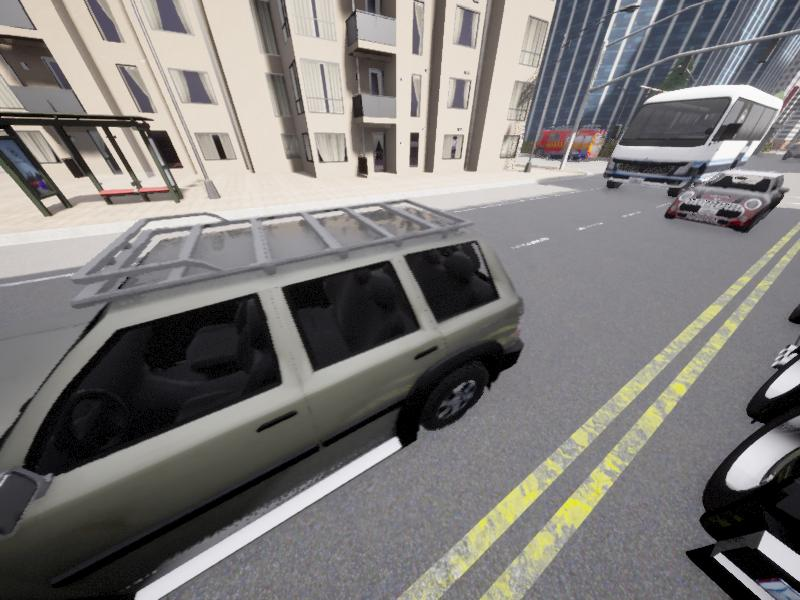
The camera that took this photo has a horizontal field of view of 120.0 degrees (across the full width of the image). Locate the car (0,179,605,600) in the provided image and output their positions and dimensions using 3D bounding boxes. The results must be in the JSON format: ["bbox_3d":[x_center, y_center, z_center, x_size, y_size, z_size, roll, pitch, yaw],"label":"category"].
[{"bbox_3d":[-1.102,0.363,1.824,4.605,1.855,1.932,-18,39,-24],"label":"car"}]

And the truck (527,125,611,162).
[{"bbox_3d":[23.223,-22.103,32.569,2.891,3.827,8.468,-18,39,-24],"label":"truck"}]

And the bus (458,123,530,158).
[{"bbox_3d":[14.996,-26.427,38.346,3.944,4.253,10.273,-18,39,-24],"label":"bus"}]

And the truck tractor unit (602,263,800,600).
[{"bbox_3d":[5.108,-0.304,0.784,6.516,4.208,3.053,-18,39,-24],"label":"truck tractor unit"}]

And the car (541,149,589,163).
[{"bbox_3d":[21.361,-18.873,30.132,1.895,1.301,4.718,-18,39,-24],"label":"car"}]

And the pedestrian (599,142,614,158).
[{"bbox_3d":[29.531,-21.442,33.080,0.751,1.860,0.751,-25,42,-32],"label":"pedestrian"}]

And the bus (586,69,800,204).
[{"bbox_3d":[15.846,-8.367,12.411,10.273,4.253,3.944,-18,39,-24],"label":"bus"}]

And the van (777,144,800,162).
[{"bbox_3d":[54.164,-20.016,31.415,4.442,1.987,1.775,-18,39,-24],"label":"van"}]

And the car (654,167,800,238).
[{"bbox_3d":[10.983,-3.413,7.690,3.806,1.475,1.970,-18,39,-24],"label":"car"}]
